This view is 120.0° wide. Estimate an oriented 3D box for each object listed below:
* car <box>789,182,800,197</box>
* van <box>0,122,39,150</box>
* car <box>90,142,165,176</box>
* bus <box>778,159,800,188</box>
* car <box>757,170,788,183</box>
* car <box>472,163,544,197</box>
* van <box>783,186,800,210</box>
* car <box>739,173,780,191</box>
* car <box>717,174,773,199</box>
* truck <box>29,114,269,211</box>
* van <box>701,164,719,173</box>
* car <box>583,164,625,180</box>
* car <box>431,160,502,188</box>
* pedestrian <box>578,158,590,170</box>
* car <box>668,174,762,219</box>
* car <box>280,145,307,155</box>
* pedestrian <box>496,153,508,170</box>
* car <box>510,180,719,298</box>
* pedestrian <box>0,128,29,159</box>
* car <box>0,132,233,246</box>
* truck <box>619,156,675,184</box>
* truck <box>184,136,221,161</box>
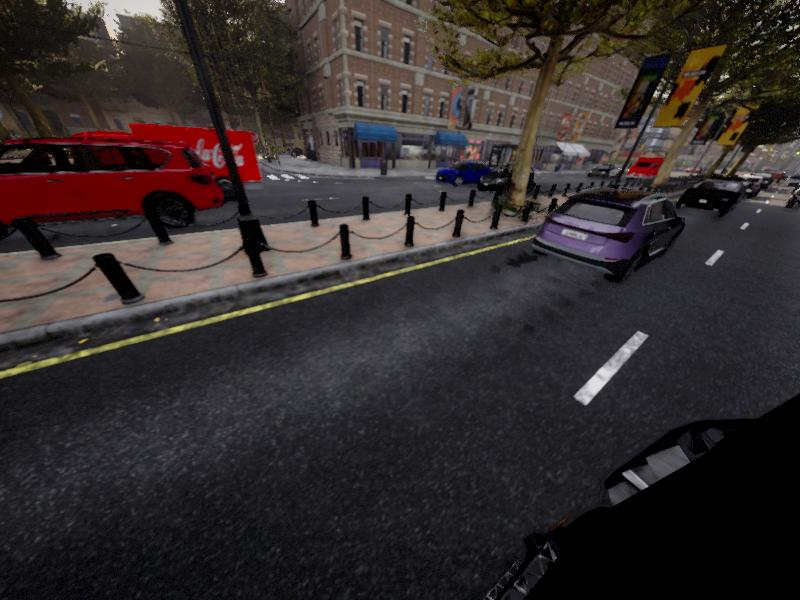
[{"bbox_3d":[39.076,-10.538,21.837,4.718,1.301,1.895,-18,39,-29],"label":"car"},{"bbox_3d":[-46.057,-18.071,25.253,6.366,2.431,2.351,-18,39,-29],"label":"van"},{"bbox_3d":[-17.239,-9.166,14.922,1.851,1.617,3.988,-16,38,-27],"label":"car"},{"bbox_3d":[59.422,-18.344,32.577,10.273,4.253,3.944,-16,37,-25],"label":"bus"},{"bbox_3d":[63.492,-21.056,39.362,5.027,1.651,2.152,-18,39,-29],"label":"car"},{"bbox_3d":[6.799,-7.650,14.587,3.988,1.617,1.851,-18,39,-29],"label":"car"},{"bbox_3d":[28.061,-7.409,15.106,5.915,2.561,1.988,-18,39,-29],"label":"van"},{"bbox_3d":[41.452,-13.725,26.653,4.892,1.490,1.837,-19,39,-29],"label":"car"},{"bbox_3d":[29.388,-9.739,19.684,3.806,1.475,1.970,-18,39,-29],"label":"car"},{"bbox_3d":[-8.498,-5.272,8.985,5.204,2.467,2.627,-18,39,-29],"label":"truck"},{"bbox_3d":[83.956,-35.591,62.578,4.442,1.987,1.775,-19,39,-28],"label":"van"},{"bbox_3d":[25.582,-16.142,28.962,4.974,1.542,2.038,-19,39,-28],"label":"car"},{"bbox_3d":[4.908,-9.331,17.028,5.008,1.535,1.882,-18,39,-29],"label":"car"},{"bbox_3d":[32.813,-24.263,41.171,0.751,1.860,0.751,-16,38,-27],"label":"pedestrian"},{"bbox_3d":[17.244,-5.798,12.615,5.238,1.638,1.930,-18,39,-29],"label":"car"},{"bbox_3d":[-20.323,-28.473,43.964,4.181,1.385,1.994,-17,38,-27],"label":"car"},{"bbox_3d":[13.740,-18.693,31.234,0.751,1.860,0.751,-17,38,-27],"label":"pedestrian"},{"bbox_3d":[5.357,-1.869,5.745,4.856,1.649,2.033,-18,39,-29],"label":"car"},{"bbox_3d":[-28.882,-11.499,16.943,0.751,1.860,0.751,2,34,-1],"label":"pedestrian"},{"bbox_3d":[-7.987,-2.946,5.907,5.566,2.045,2.150,-18,39,-29],"label":"car"},{"bbox_3d":[28.947,-15.310,27.140,5.204,2.467,2.627,-18,39,-29],"label":"truck"},{"bbox_3d":[-22.180,-17.128,26.068,2.390,2.098,6.274,-19,39,-29],"label":"truck"}]
